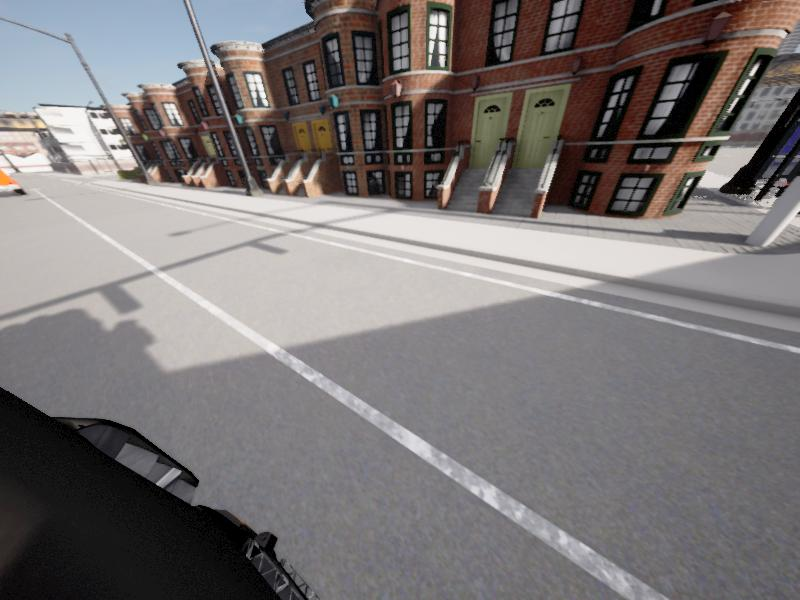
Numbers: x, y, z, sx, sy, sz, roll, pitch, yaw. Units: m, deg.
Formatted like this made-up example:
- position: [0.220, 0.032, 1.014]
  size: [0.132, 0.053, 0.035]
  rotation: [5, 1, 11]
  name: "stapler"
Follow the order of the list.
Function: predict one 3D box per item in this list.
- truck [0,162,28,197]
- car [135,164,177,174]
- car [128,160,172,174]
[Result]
- position: [-36.146, -10.553, 20.368]
  size: [5.204, 2.467, 2.627]
  rotation: [17, 38, 30]
  name: "truck"
- position: [-48.160, -25.923, 45.661]
  size: [2.033, 1.411, 5.357]
  rotation: [19, 39, 30]
  name: "car"
- position: [-50.975, -27.252, 47.291]
  size: [2.150, 2.045, 5.566]
  rotation: [19, 39, 30]
  name: "car"
